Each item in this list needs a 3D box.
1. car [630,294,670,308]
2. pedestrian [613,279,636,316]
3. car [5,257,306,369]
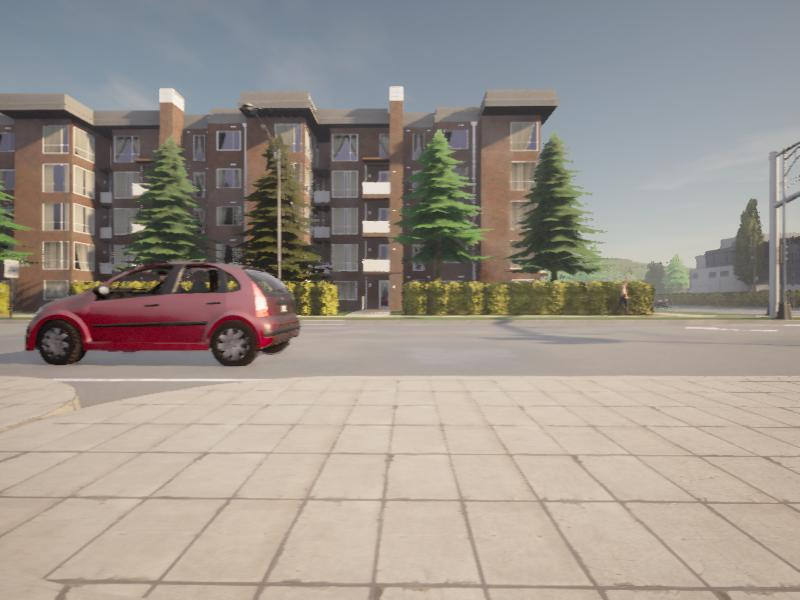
[{"bbox_3d":[31.135,0.157,49.957,2.242,1.667,4.611,0,0,1],"label":"car"},{"bbox_3d":[11.381,-0.115,20.320,0.751,1.860,0.751,0,0,0],"label":"pedestrian"},{"bbox_3d":[-3.817,0.188,6.759,3.988,1.617,1.851,0,0,3],"label":"car"}]
